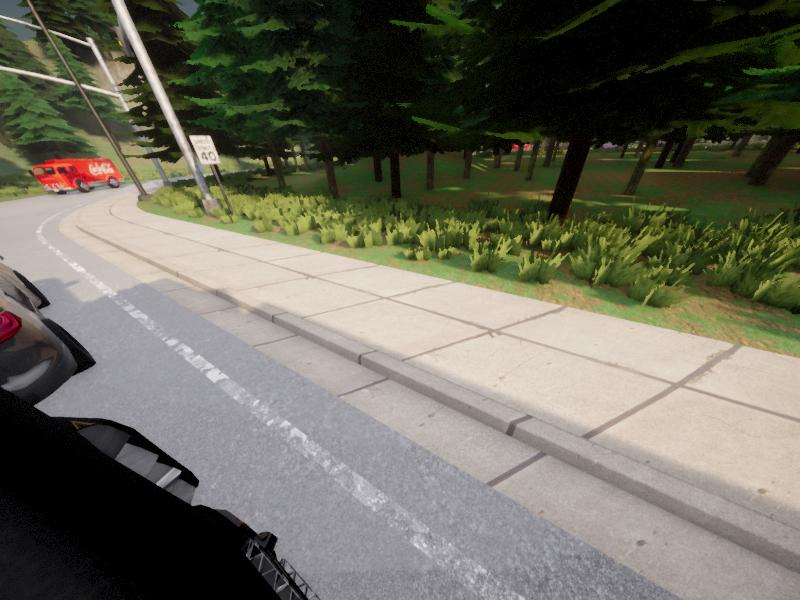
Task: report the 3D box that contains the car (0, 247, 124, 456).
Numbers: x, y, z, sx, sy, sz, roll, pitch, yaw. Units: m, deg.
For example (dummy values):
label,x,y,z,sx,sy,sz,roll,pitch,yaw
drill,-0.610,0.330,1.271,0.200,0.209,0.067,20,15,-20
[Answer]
label,x,y,z,sx,sy,sz,roll,pitch,yaw
car,-5.791,0.287,2.439,4.611,1.667,2.242,16,38,26

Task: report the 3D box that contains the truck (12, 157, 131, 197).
label,x,y,z,sx,sy,sz,roll,pitch,yaw
truck,-27.892,-10.848,20.155,2.627,2.467,5.204,-7,34,-6
